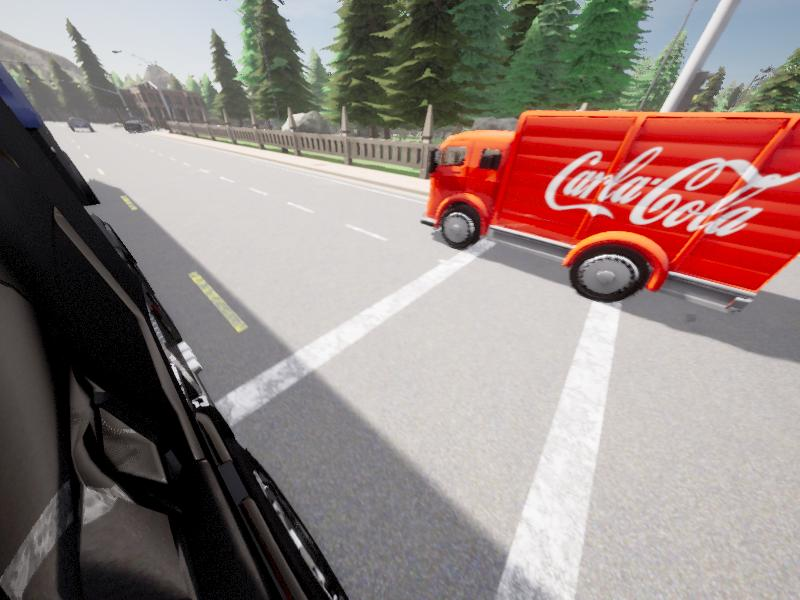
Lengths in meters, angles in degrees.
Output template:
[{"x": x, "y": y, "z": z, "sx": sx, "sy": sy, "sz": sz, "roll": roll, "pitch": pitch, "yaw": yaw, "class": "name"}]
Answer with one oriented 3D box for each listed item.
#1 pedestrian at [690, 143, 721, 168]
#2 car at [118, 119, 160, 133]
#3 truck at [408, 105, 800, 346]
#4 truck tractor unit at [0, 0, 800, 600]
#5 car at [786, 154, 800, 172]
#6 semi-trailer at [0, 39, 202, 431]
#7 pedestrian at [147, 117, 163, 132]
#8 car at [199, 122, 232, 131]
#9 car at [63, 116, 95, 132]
[{"x": 27.760, "y": -13.140, "z": 21.006, "sx": 0.751, "sy": 1.860, "sz": 0.751, "roll": -18, "pitch": 41, "yaw": -25, "class": "pedestrian"}, {"x": -41.233, "y": -27.622, "z": 36.675, "sx": 1.930, "sy": 1.638, "sz": 5.238, "roll": -8, "pitch": 38, "yaw": -12, "class": "car"}, {"x": 3.066, "y": -2.010, "z": 4.460, "sx": 5.204, "sy": 2.467, "sz": 2.627, "roll": 28, "pitch": 44, "yaw": 30, "class": "truck"}, {"x": -2.645, "y": -0.295, "z": 0.351, "sx": 6.516, "sy": 4.208, "sz": 3.053, "roll": 28, "pitch": 44, "yaw": 30, "class": "truck tractor unit"}, {"x": 44.051, "y": -14.205, "z": 23.579, "sx": 5.566, "sy": 2.045, "sz": 2.150, "roll": -4, "pitch": 37, "yaw": -9, "class": "car"}, {"x": -8.731, "y": -3.579, "z": 4.201, "sx": 14.254, "sy": 4.402, "sz": 2.717, "roll": 28, "pitch": 43, "yaw": 29, "class": "semi-trailer"}, {"x": -38.285, "y": -27.434, "z": 36.129, "sx": 0.751, "sy": 1.860, "sz": 0.751, "roll": 13, "pitch": 38, "yaw": 13, "class": "pedestrian"}, {"x": -41.311, "y": -38.960, "z": 51.891, "sx": 1.801, "sy": 1.575, "sz": 5.366, "roll": 28, "pitch": 44, "yaw": 30, "class": "car"}, {"x": -47.170, "y": -25.859, "z": 33.963, "sx": 5.027, "sy": 1.651, "sz": 2.152, "roll": 29, "pitch": 44, "yaw": 31, "class": "car"}]
